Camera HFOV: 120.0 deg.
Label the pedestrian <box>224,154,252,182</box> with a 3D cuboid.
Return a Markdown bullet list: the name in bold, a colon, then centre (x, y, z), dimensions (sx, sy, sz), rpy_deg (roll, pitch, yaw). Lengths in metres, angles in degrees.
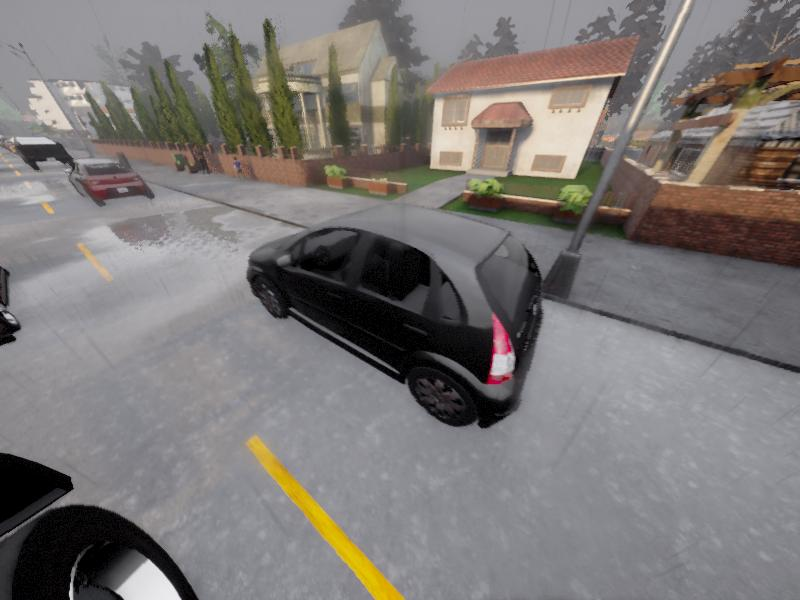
- **pedestrian**: centre (-9.181, -7.506, 13.121), dimensions (0.751, 1.300, 0.751), rpy_deg (-28, 44, -34)

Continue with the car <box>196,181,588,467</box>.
- **car**: centre (-0.338, -0.351, 3.008), dimensions (3.988, 1.617, 1.851), rpy_deg (22, 40, 27)

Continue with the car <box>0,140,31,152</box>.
- **car**: centre (-62.879, -25.168, 37.769), dimensions (3.806, 1.475, 1.970), rpy_deg (22, 40, 27)

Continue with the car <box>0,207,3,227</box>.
- **car**: centre (-14.363, -3.114, 6.875), dimensions (4.514, 1.525, 2.007), rpy_deg (22, 40, 27)

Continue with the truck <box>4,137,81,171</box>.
- **truck**: centre (-29.567, -12.176, 19.096), dimensions (6.274, 2.098, 2.390), rpy_deg (22, 40, 27)

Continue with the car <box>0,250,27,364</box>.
- **car**: centre (-6.976, -0.121, 2.832), dimensions (4.181, 1.385, 1.994), rpy_deg (22, 41, 28)

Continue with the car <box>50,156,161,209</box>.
- **car**: centre (-12.408, -5.095, 9.745), dimensions (4.193, 1.474, 1.816), rpy_deg (22, 40, 27)

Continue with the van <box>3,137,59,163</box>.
- **van**: centre (-37.943, -15.477, 23.765), dimensions (4.480, 2.038, 2.069), rpy_deg (22, 41, 27)

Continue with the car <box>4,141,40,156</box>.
- **car**: centre (-51.438, -20.660, 31.386), dimensions (5.366, 1.575, 1.801), rpy_deg (22, 40, 27)

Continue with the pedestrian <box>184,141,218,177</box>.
- **pedestrian**: centre (-12.455, -8.841, 14.500), dimensions (0.751, 1.860, 0.751), rpy_deg (22, 40, 27)
